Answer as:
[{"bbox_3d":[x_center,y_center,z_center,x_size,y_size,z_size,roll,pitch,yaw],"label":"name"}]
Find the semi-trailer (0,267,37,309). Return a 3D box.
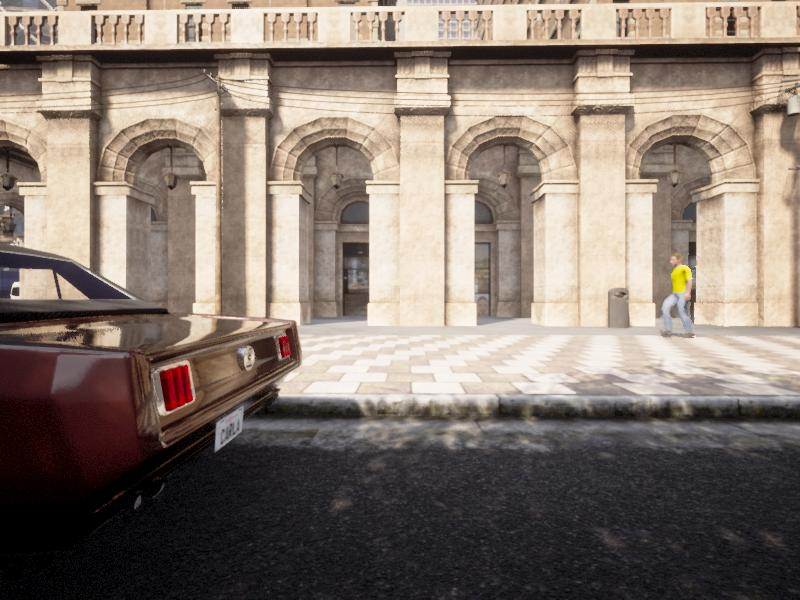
[{"bbox_3d":[-42.921,-1.218,38.531,2.717,4.402,14.254,0,0,1],"label":"semi-trailer"}]

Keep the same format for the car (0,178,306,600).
[{"bbox_3d":[-3.058,0.338,2.008,4.718,1.301,1.895,0,0,1],"label":"car"}]

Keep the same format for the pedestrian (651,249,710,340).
[{"bbox_3d":[6.022,-0.115,8.617,0.751,1.860,0.751,0,0,2],"label":"pedestrian"}]

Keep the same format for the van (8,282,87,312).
[{"bbox_3d":[-32.401,-0.278,37.096,1.988,2.561,5.915,0,0,1],"label":"van"}]
